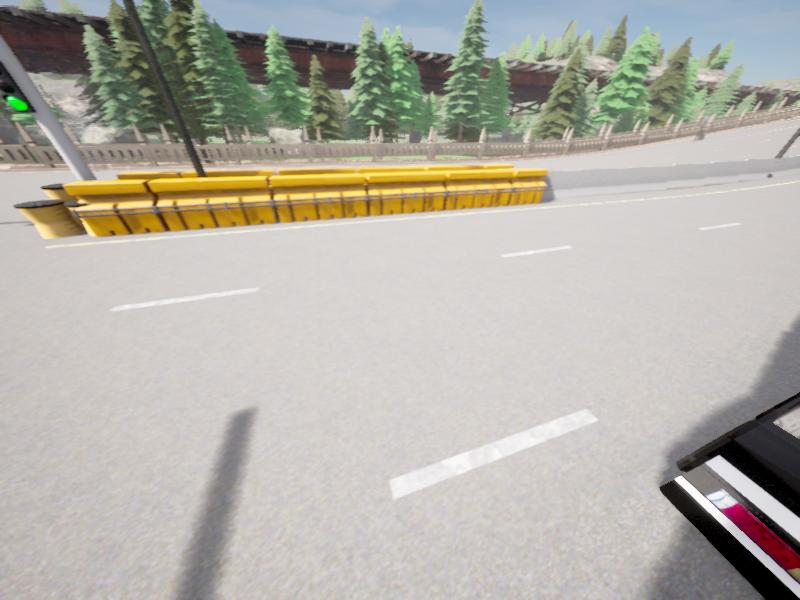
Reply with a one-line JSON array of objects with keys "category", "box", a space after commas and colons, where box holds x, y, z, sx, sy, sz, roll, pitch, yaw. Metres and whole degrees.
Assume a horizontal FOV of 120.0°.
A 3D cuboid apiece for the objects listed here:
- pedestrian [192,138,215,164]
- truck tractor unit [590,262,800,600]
[{"category": "pedestrian", "box": [-17.228, -13.119, 20.309, 0.751, 1.860, 0.751, -10, 37, -14]}, {"category": "truck tractor unit", "box": [5.284, -0.073, 0.469, 6.516, 4.208, 3.053, -10, 37, -14]}]
